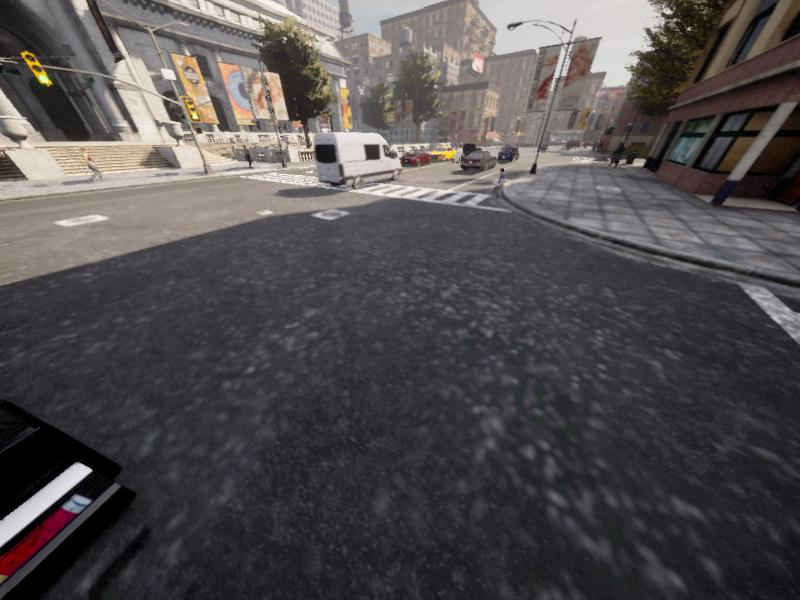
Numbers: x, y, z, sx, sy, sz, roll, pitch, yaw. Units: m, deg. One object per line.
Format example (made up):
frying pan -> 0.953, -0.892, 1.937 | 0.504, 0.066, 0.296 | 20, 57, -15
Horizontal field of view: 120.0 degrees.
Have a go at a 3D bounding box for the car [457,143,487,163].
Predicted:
car -> 8.490, -17.248, 26.996 | 1.905, 1.878, 3.866 | 20, 39, 27

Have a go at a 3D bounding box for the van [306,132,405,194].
van -> -2.135, -8.260, 13.647 | 1.988, 2.561, 5.915 | 20, 40, 27

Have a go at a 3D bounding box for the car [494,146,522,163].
car -> 12.782, -17.177, 27.226 | 1.816, 1.474, 4.193 | 20, 40, 27

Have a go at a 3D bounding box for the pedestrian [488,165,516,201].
pedestrian -> 4.479, -5.134, 10.136 | 0.751, 1.300, 0.751 | 16, 38, 23

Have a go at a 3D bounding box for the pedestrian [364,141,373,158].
pedestrian -> -4.343, -20.647, 31.724 | 0.751, 1.860, 0.751 | 29, 44, 35

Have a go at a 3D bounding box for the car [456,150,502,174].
car -> 6.949, -12.064, 20.018 | 2.033, 1.411, 5.357 | 20, 40, 27

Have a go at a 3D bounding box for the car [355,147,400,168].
car -> -2.204, -15.045, 24.280 | 2.128, 1.511, 4.902 | 20, 40, 27

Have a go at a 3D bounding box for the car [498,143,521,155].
car -> 19.126, -26.392, 40.257 | 2.152, 1.651, 5.027 | 20, 40, 27

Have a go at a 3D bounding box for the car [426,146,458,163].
car -> 5.287, -18.074, 28.531 | 1.882, 1.535, 5.008 | 19, 39, 26

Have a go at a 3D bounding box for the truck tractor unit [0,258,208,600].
truck tractor unit -> -5.279, -0.080, 0.461 | 6.516, 4.208, 3.053 | 10, 36, 14

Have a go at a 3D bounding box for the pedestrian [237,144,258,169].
pedestrian -> -13.382, -12.618, 20.292 | 0.751, 1.860, 0.751 | 26, 43, 33

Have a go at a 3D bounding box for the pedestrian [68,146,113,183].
pedestrian -> -18.632, -8.165, 13.955 | 0.751, 1.860, 0.751 | 20, 40, 27

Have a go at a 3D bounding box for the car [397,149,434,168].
car -> 1.653, -14.726, 23.910 | 1.994, 1.385, 4.181 | 20, 40, 26
